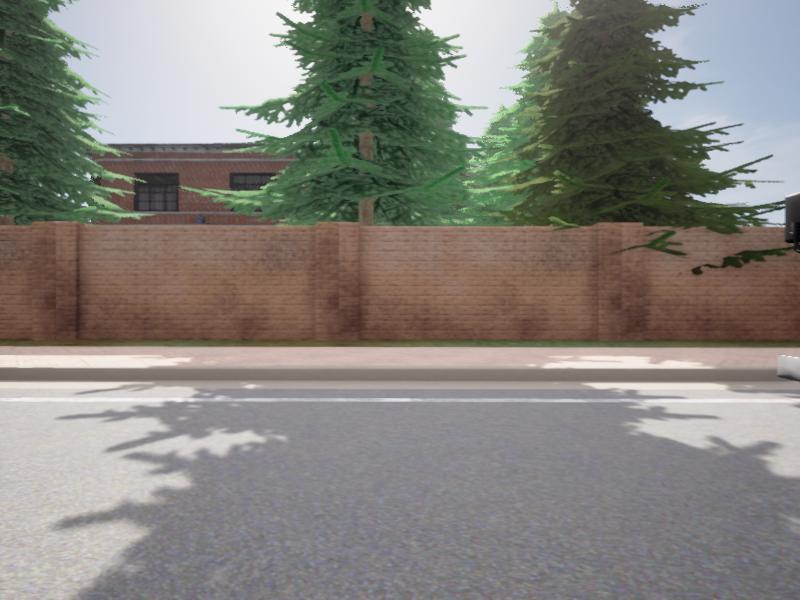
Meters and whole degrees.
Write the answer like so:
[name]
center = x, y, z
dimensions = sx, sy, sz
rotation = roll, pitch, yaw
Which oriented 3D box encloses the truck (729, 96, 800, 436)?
[truck]
center = 5.503, -0.228, 2.198
dimensions = 5.204, 2.467, 2.627
rotation = 1, 0, 0
